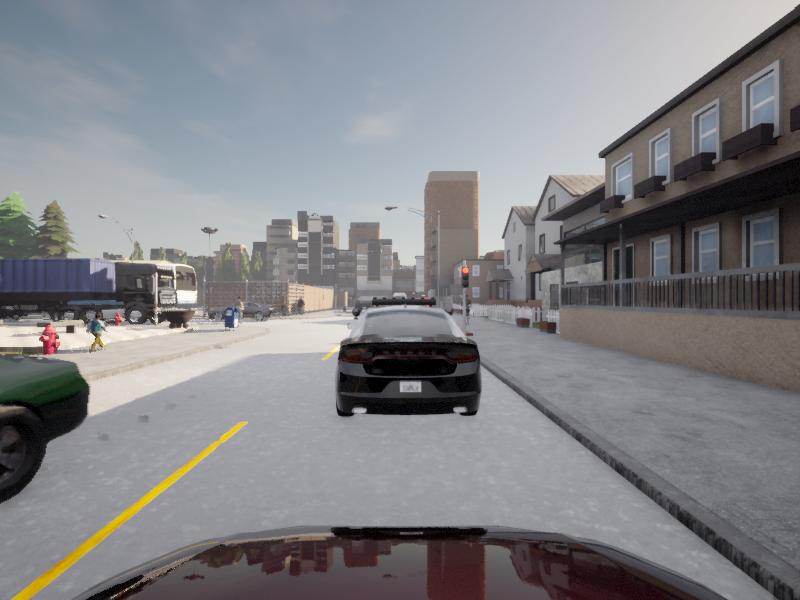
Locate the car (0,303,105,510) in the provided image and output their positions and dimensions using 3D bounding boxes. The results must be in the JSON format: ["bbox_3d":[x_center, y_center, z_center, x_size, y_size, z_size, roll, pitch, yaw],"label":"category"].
[{"bbox_3d":[-4.030,0.822,1.599,2.038,1.542,4.974,0,0,0],"label":"car"}]

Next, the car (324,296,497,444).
[{"bbox_3d":[0.062,0.771,7.066,1.930,1.638,5.238,0,0,-1],"label":"car"}]

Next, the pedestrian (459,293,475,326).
[{"bbox_3d":[3.765,0.533,22.483,0.751,1.860,0.751,0,0,0],"label":"pedestrian"}]

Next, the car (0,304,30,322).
[{"bbox_3d":[-30.838,0.944,29.883,4.718,1.301,1.895,0,0,1],"label":"car"}]

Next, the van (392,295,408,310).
[{"bbox_3d":[-0.048,0.378,65.604,2.351,2.431,6.366,0,0,-1],"label":"van"}]

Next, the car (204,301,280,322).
[{"bbox_3d":[-11.787,0.836,30.087,4.902,1.511,2.128,0,0,-4],"label":"car"}]

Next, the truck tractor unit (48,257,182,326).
[{"bbox_3d":[-18.279,-0.513,26.010,6.516,4.208,3.053,0,0,-1],"label":"truck tractor unit"}]

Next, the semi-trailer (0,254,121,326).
[{"bbox_3d":[-26.192,-0.617,25.915,14.254,4.402,2.717,0,0,-1],"label":"semi-trailer"}]

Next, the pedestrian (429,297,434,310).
[{"bbox_3d":[4.935,0.533,61.826,0.751,1.860,0.751,0,0,7],"label":"pedestrian"}]

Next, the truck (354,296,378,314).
[{"bbox_3d":[-4.111,0.542,49.206,2.390,2.098,6.274,0,0,0],"label":"truck"}]

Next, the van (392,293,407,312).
[{"bbox_3d":[-0.076,0.322,57.479,1.988,2.561,5.915,0,0,-1],"label":"van"}]

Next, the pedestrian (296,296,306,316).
[{"bbox_3d":[-9.303,0.534,37.459,0.751,1.860,0.751,0,0,-2],"label":"pedestrian"}]

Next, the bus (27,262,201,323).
[{"bbox_3d":[-20.892,-0.534,29.798,10.273,4.253,3.944,0,0,1],"label":"bus"}]

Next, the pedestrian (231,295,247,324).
[{"bbox_3d":[-10.591,0.637,26.387,0.751,1.860,0.751,0,0,-44],"label":"pedestrian"}]

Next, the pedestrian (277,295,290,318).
[{"bbox_3d":[-9.826,0.534,33.789,0.751,1.860,0.751,0,0,22],"label":"pedestrian"}]

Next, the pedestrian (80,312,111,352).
[{"bbox_3d":[-8.681,0.905,11.409,0.500,1.100,0.500,0,0,3],"label":"pedestrian"}]
